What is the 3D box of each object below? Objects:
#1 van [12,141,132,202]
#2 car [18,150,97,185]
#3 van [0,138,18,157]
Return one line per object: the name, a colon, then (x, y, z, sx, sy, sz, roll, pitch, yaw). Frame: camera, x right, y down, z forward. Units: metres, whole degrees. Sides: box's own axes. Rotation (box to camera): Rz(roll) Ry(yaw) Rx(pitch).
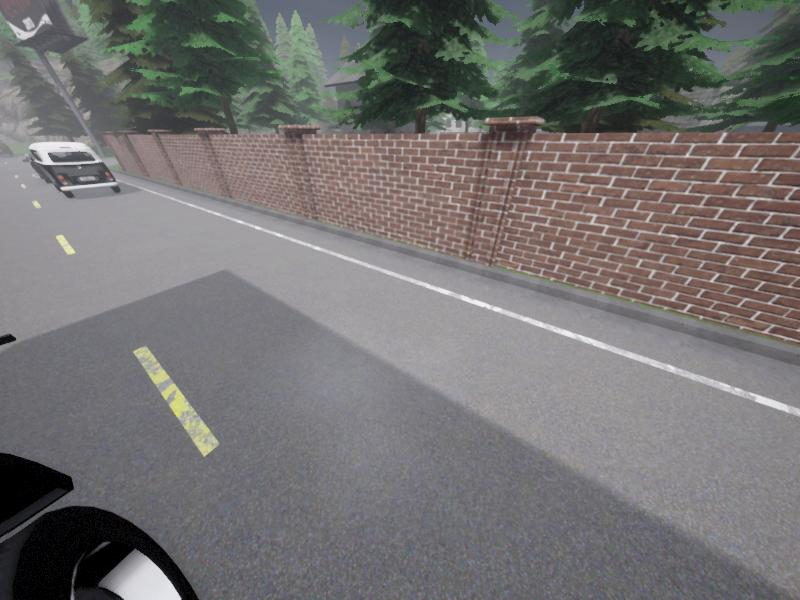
van: (-15.179, -6.129, 10.742, 4.480, 2.038, 2.069, 22, 40, 27)
car: (-20.943, -8.206, 14.127, 4.892, 1.490, 1.837, 22, 40, 27)
van: (-52.592, -19.519, 29.543, 4.442, 1.987, 1.775, 10, 36, 13)
